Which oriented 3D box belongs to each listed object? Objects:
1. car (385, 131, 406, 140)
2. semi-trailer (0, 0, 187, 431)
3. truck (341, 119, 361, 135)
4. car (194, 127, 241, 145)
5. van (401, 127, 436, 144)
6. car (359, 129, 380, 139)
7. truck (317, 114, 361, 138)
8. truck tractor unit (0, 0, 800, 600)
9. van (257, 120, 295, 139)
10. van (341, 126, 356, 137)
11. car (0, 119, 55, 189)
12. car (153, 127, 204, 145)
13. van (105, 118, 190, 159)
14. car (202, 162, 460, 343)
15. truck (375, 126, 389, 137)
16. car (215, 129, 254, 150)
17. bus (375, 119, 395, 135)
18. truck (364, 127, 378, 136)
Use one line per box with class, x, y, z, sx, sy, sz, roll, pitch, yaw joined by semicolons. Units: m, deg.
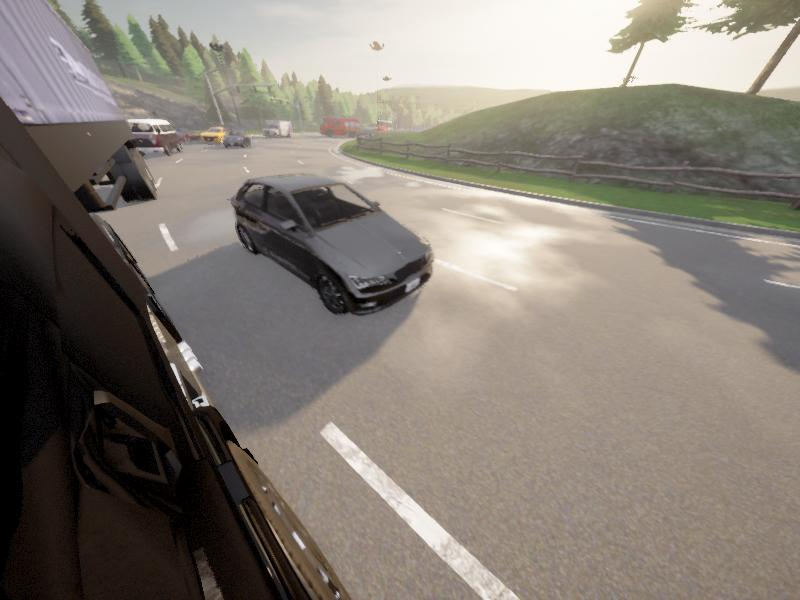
car;-1.051;-40.620;56.977;4.792;1.488;2.163;8;37;7
semi-trailer;-8.010;-3.993;4.812;2.717;4.402;14.254;-26;45;-32
truck;-15.584;-55.781;74.485;2.891;3.827;8.468;11;37;11
car;-20.264;-18.478;25.945;1.882;1.535;5.008;-2;37;-7
van;3.534;-31.668;44.434;6.366;2.431;2.351;11;37;10
car;-7.386;-40.832;56.744;5.027;1.651;2.152;-2;37;-6
truck;-13.281;-38.118;50.877;8.468;3.827;2.891;-17;41;-24
truck tractor unit;-2.645;-0.295;0.351;6.516;4.208;3.053;28;44;30
van;-21.093;-29.355;39.773;2.351;2.431;6.366;7;37;6
van;-12.918;-42.277;57.986;2.069;2.038;4.480;7;37;6
car;-15.564;-5.304;8.240;1.932;1.855;4.605;-21;43;-27
car;-23.452;-17.620;24.733;1.994;1.385;4.181;-4;37;-9
van;-16.829;-11.092;15.811;2.069;2.038;4.480;-13;39;-19
car;-1.391;-1.303;4.089;4.193;1.474;1.816;28;44;30
truck;-5.610;-53.015;72.494;2.627;2.467;5.204;11;39;11
car;-15.713;-15.454;22.170;1.845;1.501;3.633;-8;38;-14
bus;-5.293;-62.074;83.236;3.944;4.253;10.273;11;37;11
truck;-9.077;-53.330;73.045;2.390;2.098;6.274;11;37;10
